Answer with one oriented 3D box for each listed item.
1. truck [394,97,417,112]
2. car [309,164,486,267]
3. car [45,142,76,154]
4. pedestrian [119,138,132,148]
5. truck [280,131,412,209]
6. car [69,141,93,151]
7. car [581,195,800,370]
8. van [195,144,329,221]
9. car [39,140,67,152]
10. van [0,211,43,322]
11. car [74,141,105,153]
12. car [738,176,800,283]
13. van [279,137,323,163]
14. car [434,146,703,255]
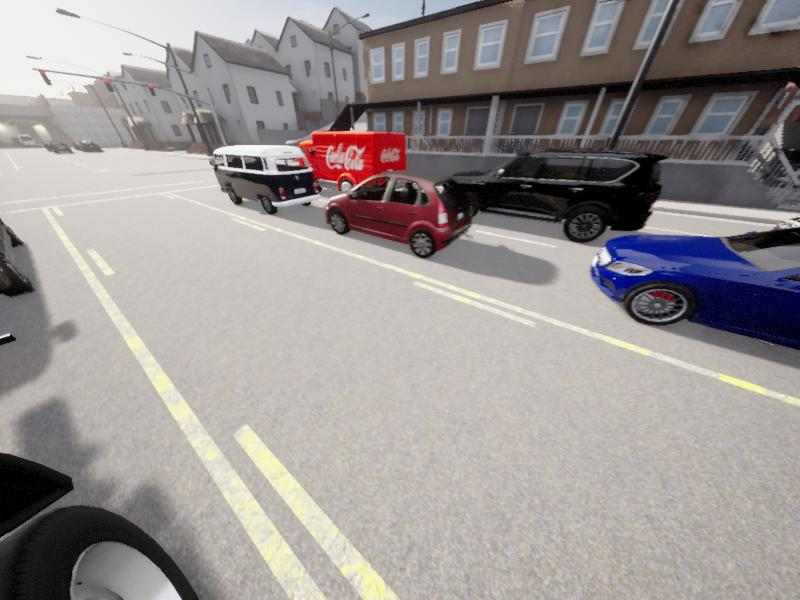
[{"bbox_3d":[1.299,-50.010,59.263,5.204,2.467,2.627,22,40,28],"label":"truck"},{"bbox_3d":[-0.179,-2.480,6.092,3.988,1.617,1.851,22,40,28],"label":"car"},{"bbox_3d":[-55.152,-24.734,37.472,4.514,1.525,2.007,22,40,28],"label":"car"},{"bbox_3d":[-59.481,-34.003,50.074,0.751,1.860,0.751,-5,35,-8],"label":"pedestrian"},{"bbox_3d":[-2.407,-6.102,10.492,5.204,2.467,2.627,23,41,29],"label":"truck"},{"bbox_3d":[-62.342,-30.088,45.117,4.674,1.442,1.812,22,40,28],"label":"car"},{"bbox_3d":[5.435,-0.128,2.925,4.674,1.442,1.812,22,40,28],"label":"car"},{"bbox_3d":[-5.210,-4.697,8.837,4.480,2.038,2.069,22,40,28],"label":"van"},{"bbox_3d":[-62.841,-27.903,41.823,5.238,1.638,1.930,22,40,28],"label":"car"},{"bbox_3d":[-8.729,-1.423,3.698,5.915,2.561,1.988,22,40,28],"label":"van"},{"bbox_3d":[-54.918,-27.109,40.824,4.611,1.667,2.242,22,40,28],"label":"car"},{"bbox_3d":[10.030,-0.866,3.713,4.553,1.767,2.097,22,40,28],"label":"car"},{"bbox_3d":[-11.898,-18.313,28.078,1.775,1.987,4.442,22,47,27],"label":"van"},{"bbox_3d":[4.093,-3.362,7.006,5.566,2.045,2.150,22,41,28],"label":"car"}]
